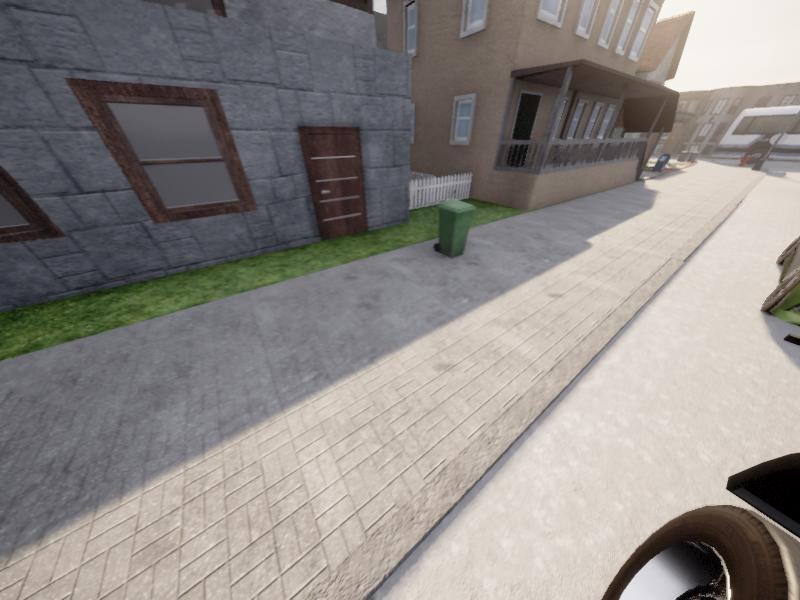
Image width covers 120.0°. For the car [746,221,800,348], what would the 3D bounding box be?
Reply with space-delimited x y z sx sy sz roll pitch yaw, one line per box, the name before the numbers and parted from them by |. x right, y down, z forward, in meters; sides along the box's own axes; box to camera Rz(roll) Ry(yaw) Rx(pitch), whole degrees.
car | 7.324 -0.494 3.221 4.514 1.525 2.007 -22 41 -28

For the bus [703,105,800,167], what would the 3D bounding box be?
bus | 35.062 -13.791 19.475 3.944 4.253 10.273 -22 40 -28
